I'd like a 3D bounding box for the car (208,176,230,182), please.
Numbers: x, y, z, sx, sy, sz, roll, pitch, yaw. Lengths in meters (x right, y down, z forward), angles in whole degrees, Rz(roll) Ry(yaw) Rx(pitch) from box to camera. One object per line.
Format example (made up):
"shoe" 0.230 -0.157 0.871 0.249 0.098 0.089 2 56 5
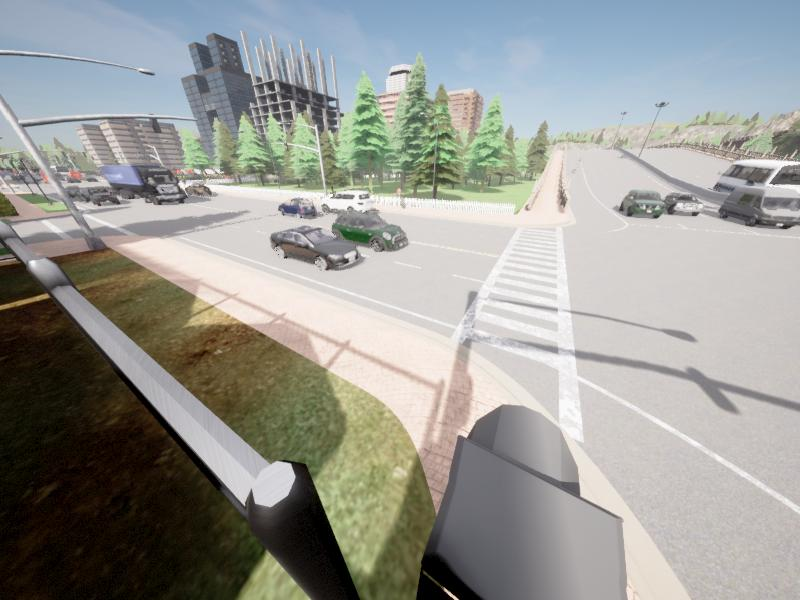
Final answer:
"car" -54.936 -36.733 70.103 2.007 1.525 4.514 16 34 26

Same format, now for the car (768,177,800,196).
"car" 53.447 -15.323 31.153 1.801 1.575 5.366 16 39 26

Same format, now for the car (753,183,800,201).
"car" 48.072 -13.813 29.370 1.816 1.474 4.193 16 38 26

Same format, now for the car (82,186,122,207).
"car" -35.576 -12.405 27.601 3.866 1.878 1.905 19 35 29

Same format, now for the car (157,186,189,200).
"car" -32.856 -15.544 33.454 4.193 1.474 1.816 17 34 27

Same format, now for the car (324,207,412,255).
"car" -1.857 -4.119 13.348 4.553 1.767 2.097 17 34 27

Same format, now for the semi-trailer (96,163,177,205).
"semi-trailer" -35.974 -16.039 31.370 14.254 4.402 2.717 17 34 27

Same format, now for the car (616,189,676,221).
"car" 22.750 -9.112 21.736 2.150 2.045 5.566 16 34 25

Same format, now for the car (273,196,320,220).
"car" -9.405 -8.385 20.974 3.705 1.549 1.789 17 34 27

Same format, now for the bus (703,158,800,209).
"bus" 43.464 -14.498 28.122 3.944 4.253 10.273 16 37 26

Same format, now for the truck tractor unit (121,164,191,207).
"truck tractor unit" -29.259 -13.860 27.795 6.516 4.208 3.053 18 34 28

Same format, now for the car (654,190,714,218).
"car" 27.175 -9.384 22.364 1.932 1.855 4.605 16 34 25

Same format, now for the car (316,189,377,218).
"car" -5.148 -9.347 22.149 5.566 2.045 2.150 17 34 27

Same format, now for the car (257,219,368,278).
"car" -4.202 -2.660 11.101 4.902 1.511 2.128 17 34 27

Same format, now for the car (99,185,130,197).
"car" -44.647 -17.111 36.166 3.806 1.475 1.970 17 34 27

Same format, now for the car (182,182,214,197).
"car" -31.773 -17.438 36.337 4.605 1.855 1.932 18 34 27

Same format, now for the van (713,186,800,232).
"van" 28.622 -7.413 18.295 1.988 2.561 5.915 16 34 25

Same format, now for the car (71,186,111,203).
"car" -41.079 -14.033 30.671 5.238 1.638 1.930 17 34 27
